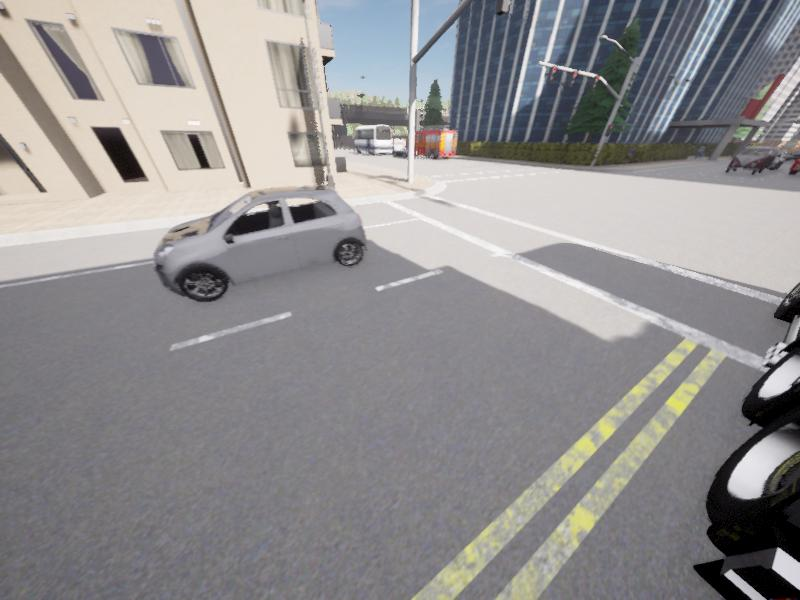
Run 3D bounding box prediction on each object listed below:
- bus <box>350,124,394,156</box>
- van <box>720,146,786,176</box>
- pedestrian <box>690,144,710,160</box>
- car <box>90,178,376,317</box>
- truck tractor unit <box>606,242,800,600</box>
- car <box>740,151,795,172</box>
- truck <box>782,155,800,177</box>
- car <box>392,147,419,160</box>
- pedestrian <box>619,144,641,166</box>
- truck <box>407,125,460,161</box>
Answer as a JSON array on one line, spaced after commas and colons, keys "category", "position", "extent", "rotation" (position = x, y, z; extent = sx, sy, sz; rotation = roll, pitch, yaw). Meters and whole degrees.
[{"category": "bus", "position": [-5.218, -28.812, 41.720], "extent": [3.944, 4.253, 10.273], "rotation": [-17, 39, -24]}, {"category": "van", "position": [30.073, -11.940, 19.706], "extent": [4.442, 1.987, 1.775], "rotation": [-18, 39, -24]}, {"category": "pedestrian", "position": [40.893, -20.217, 31.508], "extent": [0.751, 1.860, 0.751], "rotation": [-20, 40, -27]}, {"category": "car", "position": [-2.573, -1.334, 4.566], "extent": [3.633, 1.501, 1.845], "rotation": [-19, 39, -25]}, {"category": "truck tractor unit", "position": [5.071, -0.339, 0.836], "extent": [6.516, 4.208, 3.053], "rotation": [-20, 40, -26]}, {"category": "car", "position": [35.805, -13.569, 22.544], "extent": [3.806, 1.475, 1.970], "rotation": [-18, 39, -24]}, {"category": "truck", "position": [35.786, -12.233, 18.563], "extent": [8.468, 3.827, 2.891], "rotation": [-18, 39, -24]}, {"category": "car", "position": [0.697, -21.641, 34.032], "extent": [1.895, 1.301, 4.718], "rotation": [-17, 39, -24]}, {"category": "pedestrian", "position": [23.274, -14.686, 23.402], "extent": [0.751, 1.860, 0.751], "rotation": [-18, 39, -24]}, {"category": "truck", "position": [4.514, -22.869, 33.616], "extent": [2.891, 3.827, 8.468], "rotation": [-17, 39, -24]}]
